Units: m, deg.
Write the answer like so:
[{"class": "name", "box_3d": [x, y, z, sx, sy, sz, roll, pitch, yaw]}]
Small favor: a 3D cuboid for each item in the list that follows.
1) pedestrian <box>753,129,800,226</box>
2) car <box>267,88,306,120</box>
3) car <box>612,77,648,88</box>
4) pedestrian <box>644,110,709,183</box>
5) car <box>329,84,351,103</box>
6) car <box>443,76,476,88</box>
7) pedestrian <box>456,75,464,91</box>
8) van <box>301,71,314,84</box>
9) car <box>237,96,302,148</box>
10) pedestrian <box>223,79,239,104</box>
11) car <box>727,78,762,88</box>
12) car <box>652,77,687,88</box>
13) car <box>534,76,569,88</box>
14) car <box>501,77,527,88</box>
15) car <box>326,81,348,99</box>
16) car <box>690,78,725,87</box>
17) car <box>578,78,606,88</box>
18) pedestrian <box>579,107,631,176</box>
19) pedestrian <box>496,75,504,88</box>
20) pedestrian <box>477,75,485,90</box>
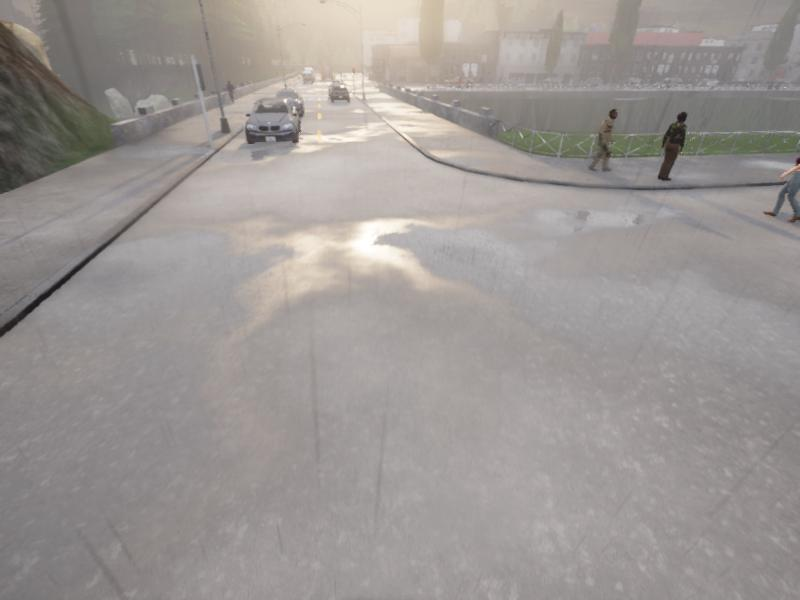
[{"class": "pedestrian", "box_3d": [8.846, -2.732, 8.914, 0.751, 1.860, 0.751, -22, 37, -33]}, {"class": "car", "box_3d": [-7.629, -13.466, 27.313, 2.033, 1.649, 4.856, -5, 31, -9]}, {"class": "car", "box_3d": [41.439, -39.264, 72.089, 5.238, 1.638, 1.930, -5, 31, -9]}, {"class": "pedestrian", "box_3d": [7.926, -4.424, 11.554, 0.751, 1.860, 0.751, -7, 31, -12]}, {"class": "car", "box_3d": [-5.846, -19.956, 38.581, 1.816, 1.474, 4.193, -5, 31, -9]}, {"class": "car", "box_3d": [9.924, -36.660, 67.212, 5.027, 1.651, 2.152, -5, 31, -9]}, {"class": "pedestrian", "box_3d": [8.378, -30.209, 55.680, 0.751, 1.860, 0.751, -5, 31, -9]}, {"class": "van", "box_3d": [-17.271, -41.555, 74.789, 2.069, 2.038, 4.480, -5, 31, -9]}, {"class": "car", "box_3d": [-5.882, -8.416, 18.658, 2.242, 1.667, 4.611, -5, 31, -9]}, {"class": "pedestrian", "box_3d": [-14.417, -17.788, 34.119, 0.751, 1.860, 0.751, -4, 31, -8]}, {"class": "car", "box_3d": [65.234, -41.179, 75.802, 5.008, 1.535, 1.882, -5, 31, -9]}, {"class": "car", "box_3d": [49.401, -39.922, 73.321, 4.856, 1.649, 2.033, -5, 31, -9]}, {"class": "car", "box_3d": [26.387, -38.024, 69.758, 5.238, 1.638, 1.930, -5, 31, -9]}, {"class": "car", "box_3d": [19.567, -37.391, 68.742, 3.806, 1.475, 1.970, -5, 31, -9]}, {"class": "car", "box_3d": [-6.980, -23.270, 44.175, 2.038, 1.542, 4.974, -5, 31, -9]}, {"class": "car", "box_3d": [57.250, -40.545, 74.552, 4.974, 1.542, 2.038, -5, 31, -9]}, {"class": "car", "box_3d": [34.049, -38.573, 70.992, 3.806, 1.475, 1.970, -5, 31, -9]}, {"class": "pedestrian", "box_3d": [6.312, -4.905, 12.370, 0.751, 1.860, 0.751, -22, 37, -33]}, {"class": "pedestrian", "box_3d": [16.512, -35.960, 65.824, 0.751, 1.860, 0.751, -12, 33, -21]}, {"class": "pedestrian", "box_3d": [11.879, -31.892, 58.599, 0.751, 1.860, 0.751, -3, 30, -5]}]
